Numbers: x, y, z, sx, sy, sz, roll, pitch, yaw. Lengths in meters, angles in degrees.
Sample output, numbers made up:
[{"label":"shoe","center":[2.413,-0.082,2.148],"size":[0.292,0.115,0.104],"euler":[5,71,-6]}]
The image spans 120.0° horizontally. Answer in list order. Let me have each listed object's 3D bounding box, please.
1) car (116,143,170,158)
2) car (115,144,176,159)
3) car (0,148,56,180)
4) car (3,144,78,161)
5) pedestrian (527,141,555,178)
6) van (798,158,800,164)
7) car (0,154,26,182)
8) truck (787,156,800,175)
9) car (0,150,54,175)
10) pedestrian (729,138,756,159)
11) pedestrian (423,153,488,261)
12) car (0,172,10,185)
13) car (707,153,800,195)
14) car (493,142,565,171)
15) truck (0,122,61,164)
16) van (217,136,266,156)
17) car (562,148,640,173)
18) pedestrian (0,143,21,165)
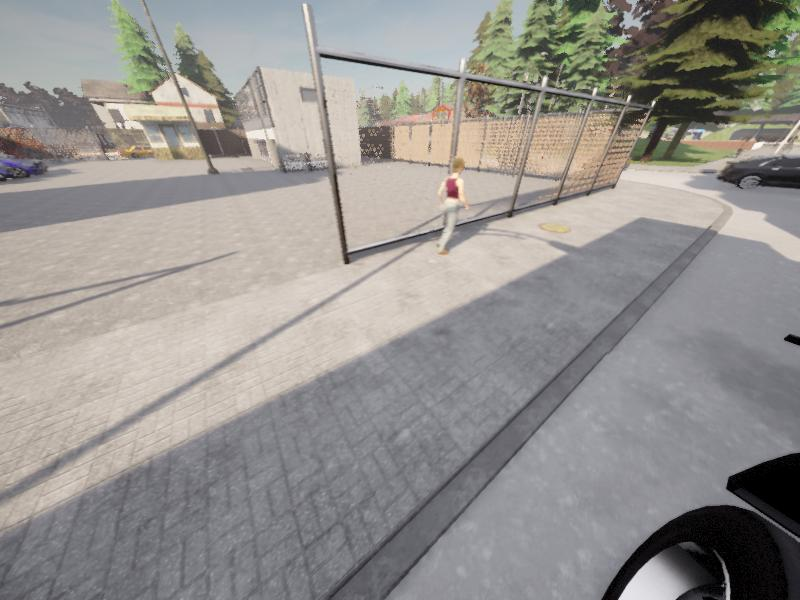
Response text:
[{"label":"car","center":[-38.256,-22.435,34.611],"size":[5.027,1.651,2.152],"euler":[-22,41,-28]},{"label":"car","center":[-35.352,-20.808,32.317],"size":[5.366,1.575,1.801],"euler":[-22,41,-28]},{"label":"car","center":[-27.361,-8.926,15.218],"size":[4.611,1.667,2.242],"euler":[-22,41,-28]},{"label":"car","center":[-46.404,-19.196,30.041],"size":[4.611,1.667,2.242],"euler":[-21,40,-26]},{"label":"pedestrian","center":[8.648,-8.629,14.221],"size":[0.751,1.860,0.751],"euler":[-24,42,-30]},{"label":"van","center":[41.433,-14.775,22.323],"size":[5.915,2.561,1.988],"euler":[-22,41,-28]},{"label":"car","center":[-25.639,-8.043,14.133],"size":[2.207,1.379,1.481],"euler":[-22,41,-28]},{"label":"truck","center":[30.372,-10.238,16.037],"size":[5.204,2.467,2.627],"euler":[-22,41,-28]},{"label":"car","center":[-29.782,-10.115,17.042],"size":[4.193,1.474,1.816],"euler":[-22,41,-28]},{"label":"pedestrian","center":[37.333,-16.521,25.196],"size":[0.751,1.860,0.751],"euler":[-19,39,-24]},{"label":"pedestrian","center":[1.037,-1.873,4.705],"size":[0.751,1.860,0.751],"euler":[-22,41,-28]},{"label":"car","center":[-25.110,-6.910,12.159],"size":[3.866,1.878,1.905],"euler":[-22,41,-28]},{"label":"car","center":[18.842,-5.973,10.933],"size":[4.892,1.490,1.837],"euler":[27,44,33]},{"label":"car","center":[10.584,-12.130,19.394],"size":[1.932,1.855,4.605],"euler":[-22,40,-28]},{"label":"truck","center":[-45.380,-17.056,25.130],"size":[2.891,3.827,8.468],"euler":[7,36,11]},{"label":"van","center":[-25.595,-25.141,37.553],"size":[5.915,2.561,1.988],"euler":[-22,41,-28]},{"label":"car","center":[16.064,-11.389,18.739],"size":[1.994,1.385,4.181],"euler":[-22,41,-27]},{"label":"pedestrian","center":[-40.488,-15.035,23.712],"size":[0.751,1.860,0.751],"euler":[24,42,31]}]
